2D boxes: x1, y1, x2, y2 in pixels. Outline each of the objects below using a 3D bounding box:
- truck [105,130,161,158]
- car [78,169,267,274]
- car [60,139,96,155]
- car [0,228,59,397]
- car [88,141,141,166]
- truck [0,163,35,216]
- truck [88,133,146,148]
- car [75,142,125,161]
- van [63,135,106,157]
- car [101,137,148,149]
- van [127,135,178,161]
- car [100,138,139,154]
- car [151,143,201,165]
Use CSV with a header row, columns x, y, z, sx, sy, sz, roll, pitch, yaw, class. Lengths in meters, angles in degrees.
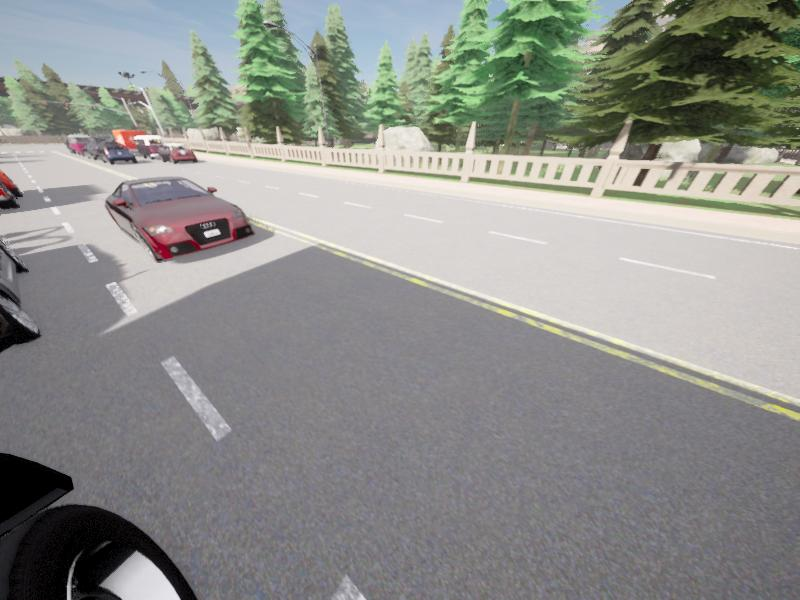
x,y,z,sx,sy,sz,roll,pitch,yaw,class
-31.429,-18.436,27.195,5.204,2.467,2.627,23,41,28,truck
-5.661,-2.259,5.787,4.181,1.385,1.994,23,41,28,car
-41.168,-19.641,29.526,3.705,1.549,1.789,23,41,28,car
-6.605,-0.282,2.755,5.238,1.638,1.930,23,41,28,car
-25.148,-12.976,20.355,3.988,1.617,1.851,23,41,28,car
-15.462,-4.318,7.575,5.204,2.467,2.627,23,41,28,truck
-52.560,-29.762,43.121,2.390,2.098,6.274,23,41,28,truck
-30.666,-15.193,23.571,5.357,1.411,2.033,23,41,28,car
-36.462,-17.854,26.712,4.442,1.987,1.775,23,41,28,van
-49.595,-28.465,41.753,2.152,1.651,5.027,23,41,28,car
-25.768,-15.895,24.080,4.480,2.038,2.069,23,41,28,van
-37.557,-20.647,30.936,4.856,1.649,2.033,23,41,28,car
-20.670,-13.536,21.328,3.806,1.475,1.970,22,41,28,car
